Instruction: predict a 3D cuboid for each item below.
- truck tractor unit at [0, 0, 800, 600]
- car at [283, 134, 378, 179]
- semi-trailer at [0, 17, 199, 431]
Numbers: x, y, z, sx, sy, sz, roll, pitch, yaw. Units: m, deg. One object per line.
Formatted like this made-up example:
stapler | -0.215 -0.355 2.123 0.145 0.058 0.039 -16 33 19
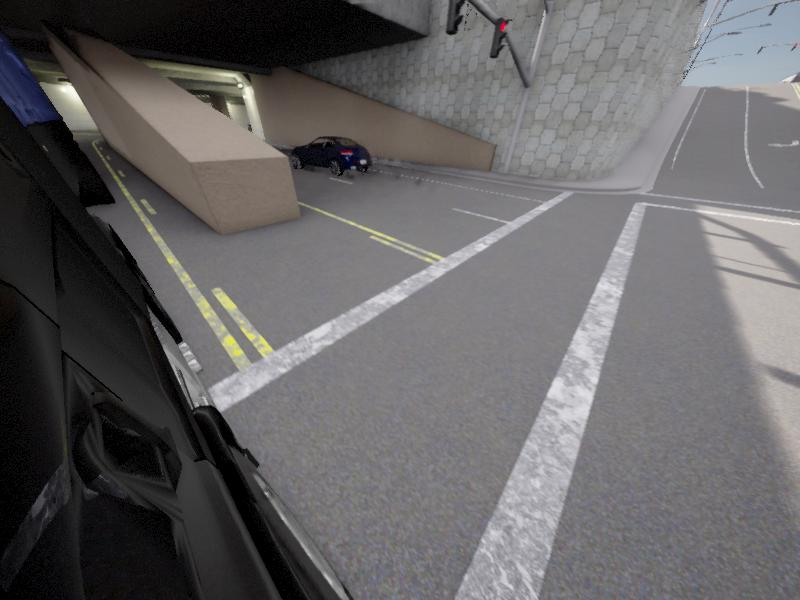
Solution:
truck tractor unit | -2.645 -0.295 0.351 6.516 4.208 3.053 28 44 30
car | -3.857 -8.098 12.836 5.027 1.651 2.152 25 42 27
semi-trailer | -8.580 -3.666 4.363 14.254 4.402 2.717 29 45 31
